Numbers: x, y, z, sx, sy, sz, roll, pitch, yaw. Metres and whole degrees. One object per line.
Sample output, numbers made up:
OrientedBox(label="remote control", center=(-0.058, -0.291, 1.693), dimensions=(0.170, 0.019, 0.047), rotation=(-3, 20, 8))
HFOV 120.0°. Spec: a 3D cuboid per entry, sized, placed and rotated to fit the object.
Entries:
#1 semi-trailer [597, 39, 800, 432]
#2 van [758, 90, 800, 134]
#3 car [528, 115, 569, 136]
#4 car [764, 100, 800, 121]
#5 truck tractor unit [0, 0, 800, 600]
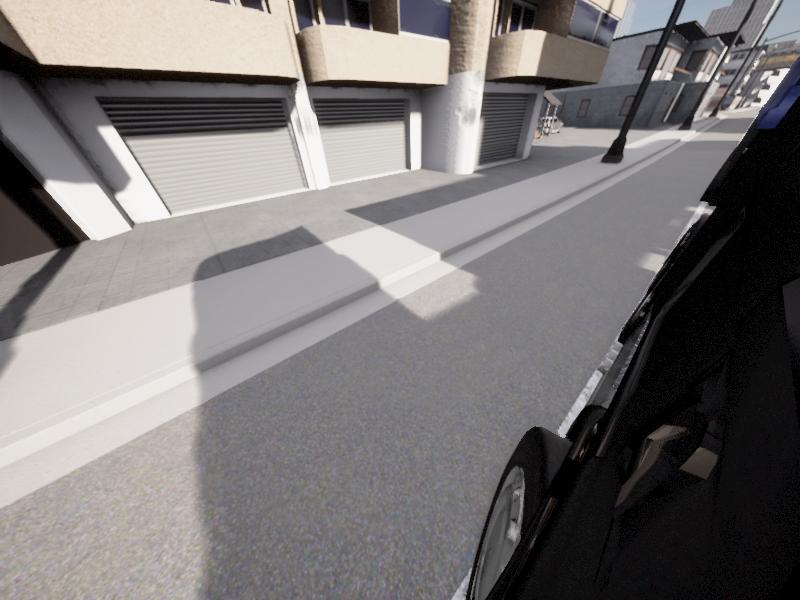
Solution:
OrientedBox(label="semi-trailer", center=(8.703, -3.636, 4.172), dimensions=(14.254, 4.402, 2.717), rotation=(-28, 44, -29))
OrientedBox(label="van", center=(30.304, -14.412, 17.565), dimensions=(6.366, 2.431, 2.351), rotation=(-30, 44, -28))
OrientedBox(label="car", center=(15.688, -18.468, 24.466), dimensions=(3.806, 1.475, 1.970), rotation=(-30, 44, -28))
OrientedBox(label="car", center=(40.110, -19.615, 23.872), dimensions=(4.902, 1.511, 2.128), rotation=(-29, 44, -28))
OrientedBox(label="truck tractor unit", center=(2.645, -0.295, 0.351), dimensions=(6.516, 4.208, 3.053), rotation=(-28, 44, -30))
